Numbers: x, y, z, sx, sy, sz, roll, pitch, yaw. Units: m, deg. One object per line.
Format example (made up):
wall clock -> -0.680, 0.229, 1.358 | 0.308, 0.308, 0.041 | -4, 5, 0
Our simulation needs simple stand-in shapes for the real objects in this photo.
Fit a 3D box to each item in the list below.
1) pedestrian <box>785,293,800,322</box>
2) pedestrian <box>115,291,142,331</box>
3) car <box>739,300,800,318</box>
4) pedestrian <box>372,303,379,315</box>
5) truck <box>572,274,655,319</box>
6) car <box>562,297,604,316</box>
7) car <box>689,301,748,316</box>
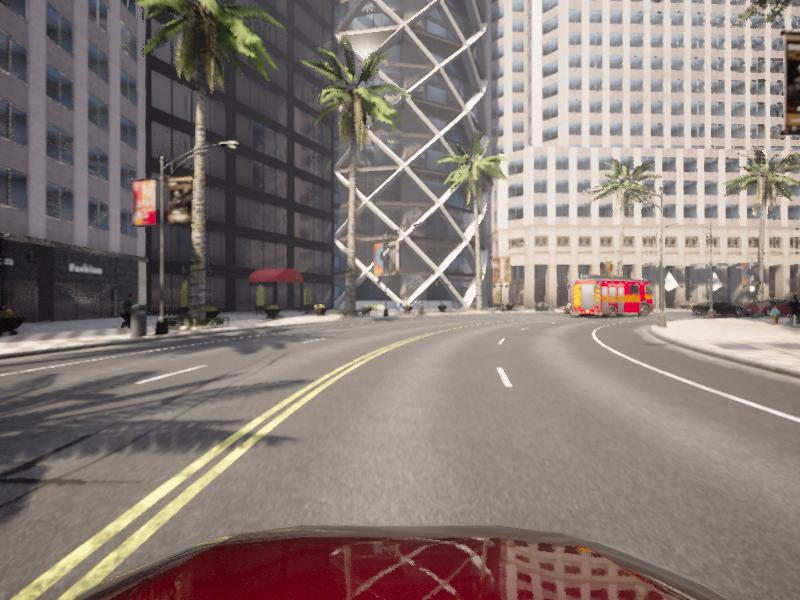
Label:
pedestrian -> 25.692, 0.500, 25.973 | 0.751, 1.860, 0.751 | 0, 0, -14
pedestrian -> -12.905, 0.492, 19.056 | 0.751, 1.860, 0.751 | 0, 0, 12
car -> 35.380, 0.801, 37.849 | 5.027, 1.651, 2.152 | 0, 0, -4
pedestrian -> -2.472, 0.882, 39.667 | 0.500, 1.100, 0.500 | 0, 0, -41
truck -> 20.171, -0.301, 37.644 | 8.468, 3.827, 2.891 | 0, 0, -30
car -> 18.649, 0.665, 40.721 | 3.866, 1.878, 1.905 | 0, 0, -26
car -> 32.709, 0.867, 41.188 | 4.892, 1.490, 1.837 | 0, 0, -6
